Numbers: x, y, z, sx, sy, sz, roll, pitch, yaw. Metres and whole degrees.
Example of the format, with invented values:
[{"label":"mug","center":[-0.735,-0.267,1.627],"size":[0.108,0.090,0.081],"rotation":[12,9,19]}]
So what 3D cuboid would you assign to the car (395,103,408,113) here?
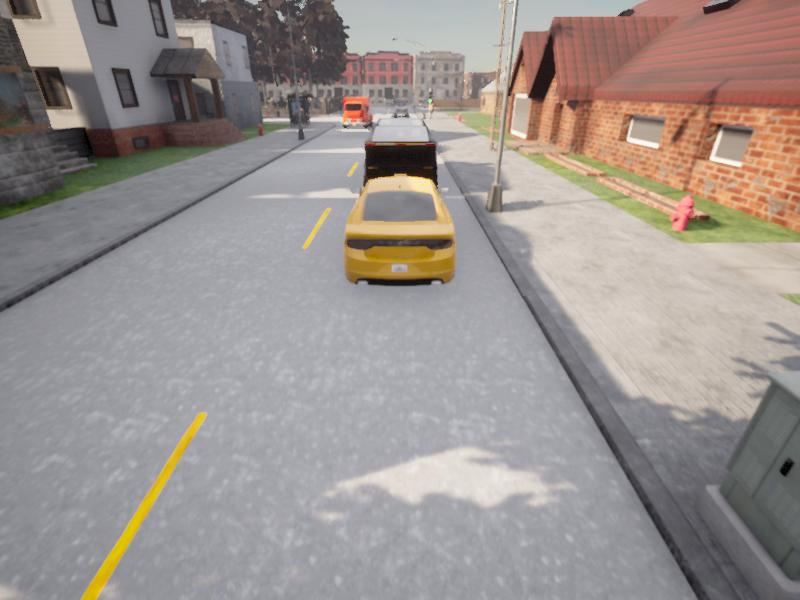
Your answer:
[{"label":"car","center":[0.227,-29.111,60.614],"size":[1.895,1.301,4.718],"rotation":[0,28,0]}]

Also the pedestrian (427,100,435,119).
[{"label":"pedestrian","center":[3.505,-21.488,45.164],"size":[0.751,1.860,0.751],"rotation":[0,28,0]}]

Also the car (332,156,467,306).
[{"label":"car","center":[0.004,-1.751,8.116],"size":[1.882,1.535,5.008],"rotation":[0,28,0]}]

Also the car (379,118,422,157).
[{"label":"car","center":[0.056,-9.127,22.229],"size":[2.128,1.511,4.902],"rotation":[0,28,0]}]

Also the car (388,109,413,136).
[{"label":"car","center":[0.076,-13.919,31.275],"size":[1.851,1.617,3.988],"rotation":[0,28,1]}]

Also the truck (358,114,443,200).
[{"label":"truck","center":[0.030,-5.464,14.599],"size":[2.390,2.098,6.274],"rotation":[0,28,0]}]

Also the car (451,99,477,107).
[{"label":"car","center":[14.056,-43.397,88.055],"size":[5.366,1.575,1.801],"rotation":[0,28,0]}]

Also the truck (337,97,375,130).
[{"label":"truck","center":[-3.788,-16.538,35.378],"size":[2.627,2.467,5.204],"rotation":[0,27,1]}]

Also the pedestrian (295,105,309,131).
[{"label":"pedestrian","center":[-7.832,-14.590,32.010],"size":[0.751,1.860,0.751],"rotation":[2,28,5]}]
